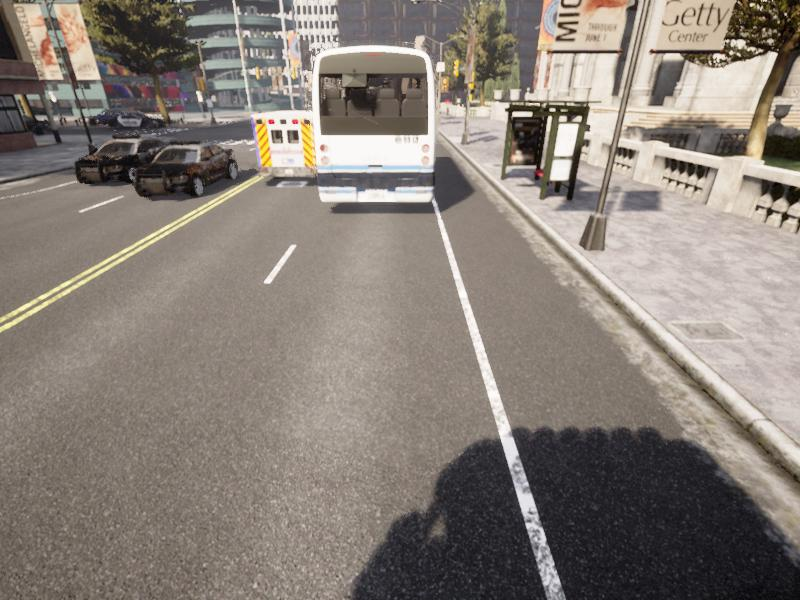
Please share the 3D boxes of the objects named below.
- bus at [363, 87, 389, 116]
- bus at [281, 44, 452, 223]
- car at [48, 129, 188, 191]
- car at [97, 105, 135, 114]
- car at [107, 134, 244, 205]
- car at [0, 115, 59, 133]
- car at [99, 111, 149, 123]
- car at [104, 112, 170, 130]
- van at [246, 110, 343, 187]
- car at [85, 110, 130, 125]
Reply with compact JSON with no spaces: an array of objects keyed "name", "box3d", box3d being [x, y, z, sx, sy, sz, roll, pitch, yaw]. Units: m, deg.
[{"name":"bus","box3d":[-4.030,-34.737,70.002,3.944,4.253,10.273,0,27,0]},{"name":"bus","box3d":[-0.759,-6.503,14.765,3.944,4.253,10.273,0,29,0]},{"name":"car","box3d":[-11.148,-5.929,16.495,1.930,1.638,5.238,0,28,0]},{"name":"car","box3d":[-50.544,-33.950,71.292,4.902,1.511,2.128,0,27,0]},{"name":"car","box3d":[-7.642,-4.886,14.447,1.930,1.638,5.238,0,27,0]},{"name":"car","box3d":[-34.950,-16.356,37.161,4.674,1.442,1.812,0,27,0]},{"name":"car","box3d":[-34.768,-23.092,50.511,4.718,1.301,1.895,0,27,0]},{"name":"car","box3d":[-26.356,-17.984,40.238,4.974,1.542,2.038,0,27,0]},{"name":"van","box3d":[-4.127,-6.739,17.205,2.351,2.431,6.366,0,27,0]},{"name":"car","box3d":[-34.517,-21.605,47.343,3.633,1.501,1.845,0,27,0]}]
